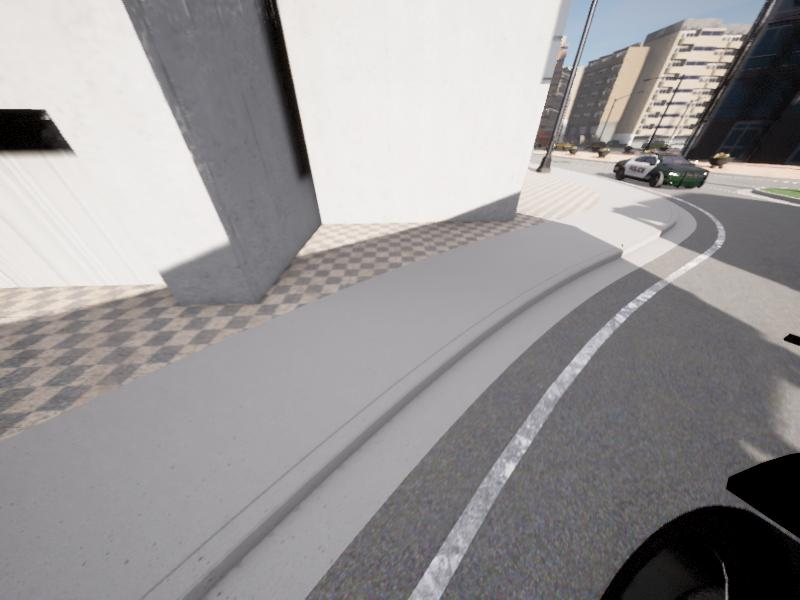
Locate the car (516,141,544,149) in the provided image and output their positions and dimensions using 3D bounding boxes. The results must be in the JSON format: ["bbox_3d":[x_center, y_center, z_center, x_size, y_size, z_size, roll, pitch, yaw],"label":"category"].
[{"bbox_3d":[31.104,-37.173,55.415,5.238,1.638,1.930,-1,35,-2],"label":"car"}]

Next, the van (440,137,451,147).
[{"bbox_3d":[13.810,-48.308,70.544,1.988,2.561,5.915,-1,35,-1],"label":"van"}]

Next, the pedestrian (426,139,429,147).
[{"bbox_3d":[7.716,-44.039,64.804,0.751,1.860,0.751,-8,36,-11],"label":"pedestrian"}]

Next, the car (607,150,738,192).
[{"bbox_3d":[14.616,-7.409,13.013,2.038,1.542,4.974,5,35,7],"label":"car"}]

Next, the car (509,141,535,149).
[{"bbox_3d":[30.715,-39.173,58.265,5.238,1.638,1.930,-2,35,-3],"label":"car"}]

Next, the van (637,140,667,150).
[{"bbox_3d":[61.360,-37.752,56.303,4.442,1.987,1.775,-1,35,-2],"label":"van"}]

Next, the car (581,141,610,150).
[{"bbox_3d":[47.170,-37.416,55.927,4.856,1.649,2.033,-1,35,-2],"label":"car"}]

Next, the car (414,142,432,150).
[{"bbox_3d":[5.266,-35.644,53.438,3.633,1.501,1.845,12,37,17],"label":"car"}]

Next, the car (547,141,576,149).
[{"bbox_3d":[38.763,-37.269,55.665,5.366,1.575,1.801,-1,35,-2],"label":"car"}]
